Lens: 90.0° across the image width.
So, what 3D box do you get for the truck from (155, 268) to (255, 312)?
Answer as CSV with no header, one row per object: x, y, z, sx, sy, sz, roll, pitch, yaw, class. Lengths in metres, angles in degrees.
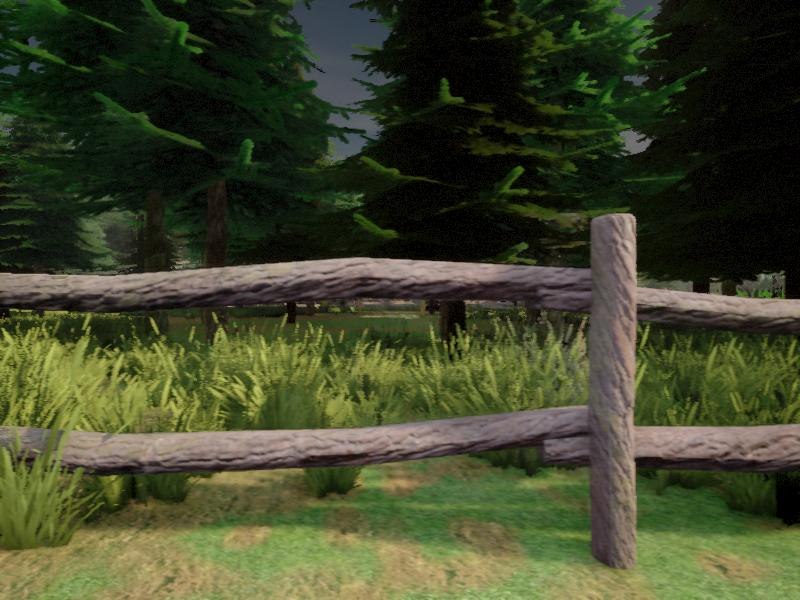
-18.898,-0.884,39.002,8.468,3.827,2.891,0,0,-34,truck
